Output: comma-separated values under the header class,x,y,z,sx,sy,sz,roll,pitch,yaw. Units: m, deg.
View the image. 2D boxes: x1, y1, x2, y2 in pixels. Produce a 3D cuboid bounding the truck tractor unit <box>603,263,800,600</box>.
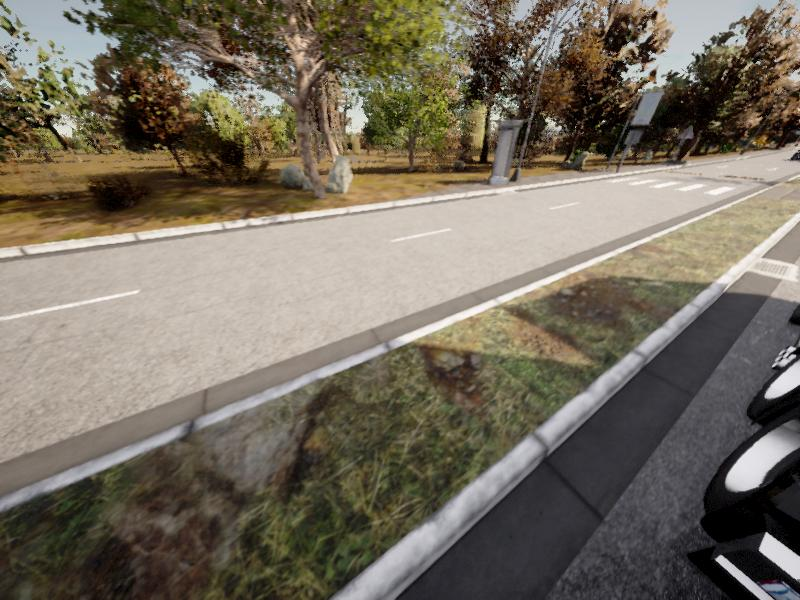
class,x,y,z,sx,sy,sz,roll,pitch,yaw
truck tractor unit,5.107,-0.302,0.795,6.516,4.208,3.053,-18,39,-24
